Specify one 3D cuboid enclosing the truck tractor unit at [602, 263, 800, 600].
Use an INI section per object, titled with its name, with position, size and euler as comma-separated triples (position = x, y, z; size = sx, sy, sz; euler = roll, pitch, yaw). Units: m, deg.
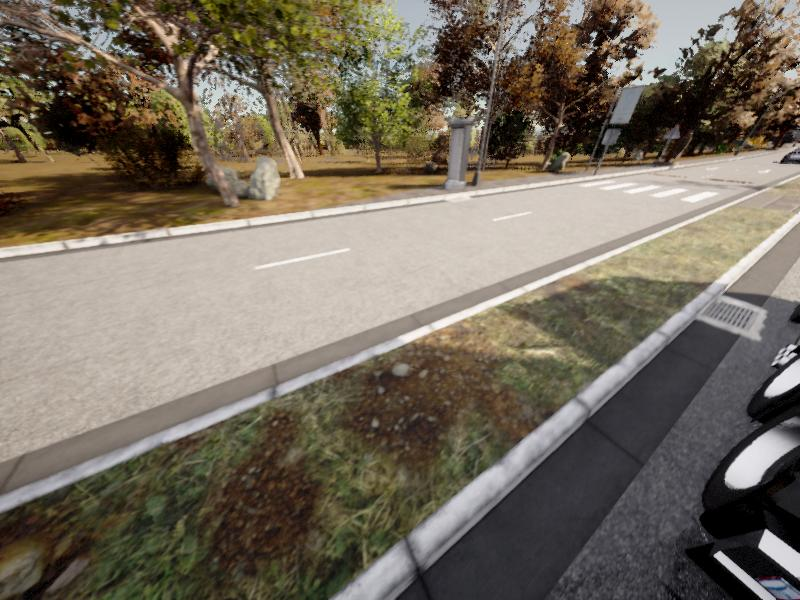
[truck tractor unit]
position = 5.113, -0.299, 0.782
size = 6.516, 4.208, 3.053
euler = -18, 39, -24
